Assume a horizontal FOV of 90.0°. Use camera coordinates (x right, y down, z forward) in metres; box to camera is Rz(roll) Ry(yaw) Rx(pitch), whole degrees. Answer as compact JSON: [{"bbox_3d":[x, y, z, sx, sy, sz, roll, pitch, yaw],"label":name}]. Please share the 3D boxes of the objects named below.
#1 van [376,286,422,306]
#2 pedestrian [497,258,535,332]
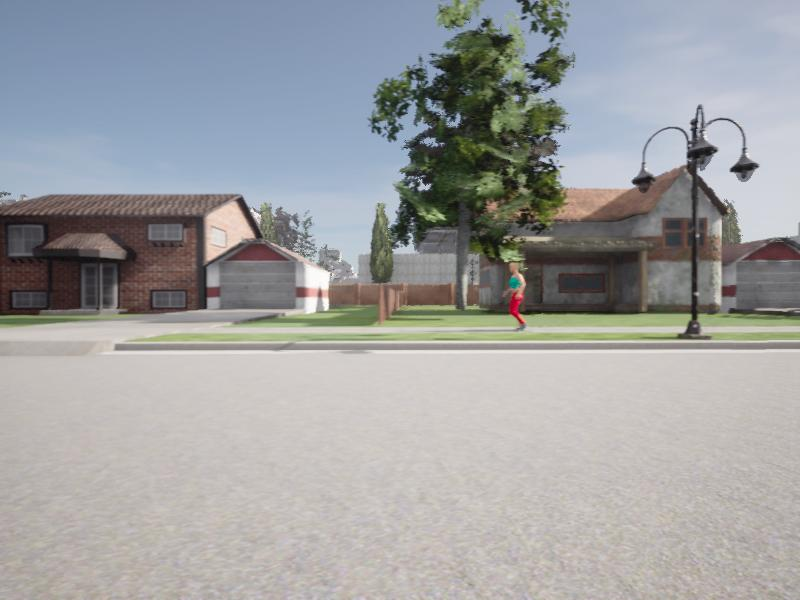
[{"bbox_3d":[-0.109,-0.515,52.049,5.915,2.561,1.988,0,0,1],"label":"van"},{"bbox_3d":[3.042,-0.128,10.506,0.751,1.860,0.751,0,0,-3],"label":"pedestrian"}]
